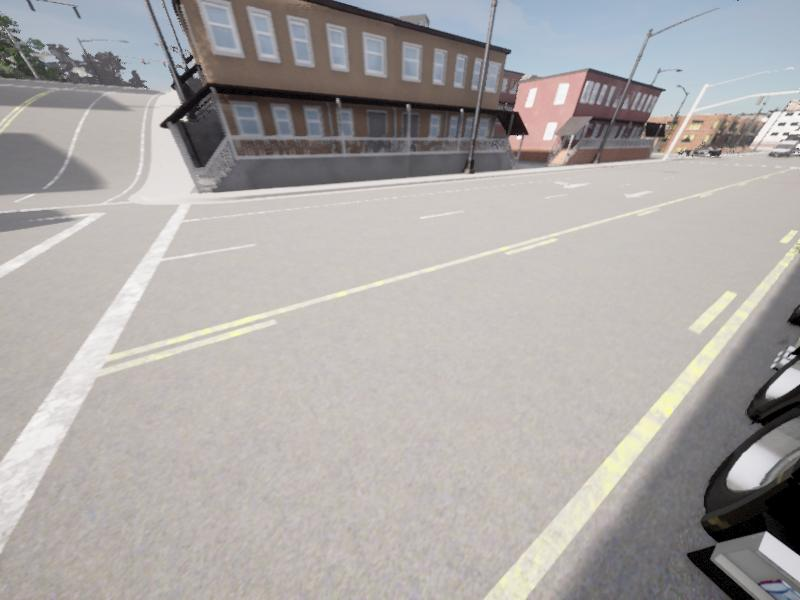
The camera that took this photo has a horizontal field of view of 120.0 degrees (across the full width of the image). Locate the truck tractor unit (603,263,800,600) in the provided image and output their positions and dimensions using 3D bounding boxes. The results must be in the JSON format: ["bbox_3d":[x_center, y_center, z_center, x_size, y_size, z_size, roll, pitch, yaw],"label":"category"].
[{"bbox_3d":[5.109,-0.299,0.797,6.516,4.208,3.053,-18,39,-24],"label":"truck tractor unit"}]

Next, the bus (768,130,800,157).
[{"bbox_3d":[80.755,-31.635,46.714,10.273,4.253,3.944,-18,39,-24],"label":"bus"}]

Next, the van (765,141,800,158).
[{"bbox_3d":[70.428,-27.686,42.387,5.915,2.561,1.988,-18,39,-24],"label":"van"}]
